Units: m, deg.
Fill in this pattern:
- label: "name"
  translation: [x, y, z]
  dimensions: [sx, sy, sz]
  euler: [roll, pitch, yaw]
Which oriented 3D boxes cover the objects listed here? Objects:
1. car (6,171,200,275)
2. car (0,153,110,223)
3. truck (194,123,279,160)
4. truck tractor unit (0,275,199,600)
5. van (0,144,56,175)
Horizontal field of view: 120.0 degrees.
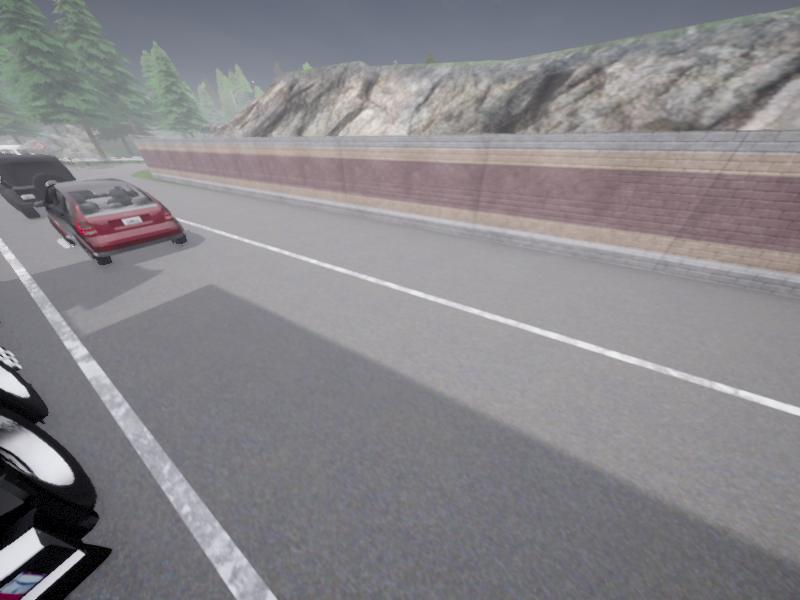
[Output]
- label: "car"
  translation: [-7.309, -2.141, 5.779]
  dimensions: [3.705, 1.549, 1.789]
  euler: [19, 39, 25]
- label: "car"
  translation: [-13.674, -4.410, 8.795]
  dimensions: [3.866, 1.878, 1.905]
  euler: [18, 39, 25]
- label: "truck"
  translation: [-21.915, -21.877, 31.895]
  dimensions: [2.891, 3.827, 8.468]
  euler: [18, 39, 25]
- label: "truck tractor unit"
  translation: [-5.132, -0.279, 0.753]
  dimensions: [6.516, 4.208, 3.053]
  euler: [17, 39, 23]
- label: "van"
  translation: [-34.076, -11.962, 19.687]
  dimensions: [4.480, 2.038, 2.069]
  euler: [-10, 40, -13]
